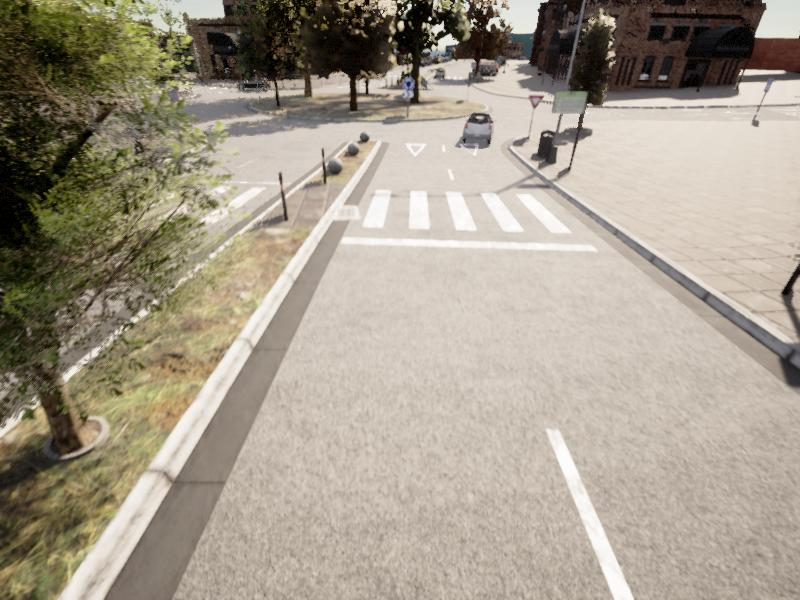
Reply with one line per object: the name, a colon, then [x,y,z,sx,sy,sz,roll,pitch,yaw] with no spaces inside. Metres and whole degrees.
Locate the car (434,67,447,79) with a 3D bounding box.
car: [7.495,-41.779,73.585,1.851,1.617,3.988,7,34,9]

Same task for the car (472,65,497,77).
car: [16.541,-44.858,78.292,4.553,1.767,2.185,7,34,9]

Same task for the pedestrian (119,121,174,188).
pedestrian: [-8.142,-4.693,12.921,0.751,1.860,0.751,11,33,15]

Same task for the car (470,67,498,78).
car: [15.948,-43.288,76.104,4.892,1.521,2.231,7,34,9]

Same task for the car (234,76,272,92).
car: [-17.942,-26.486,49.001,3.705,1.549,1.789,1,33,0]

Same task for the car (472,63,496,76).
car: [16.953,-46.431,80.525,4.442,1.987,1.878,7,34,9]

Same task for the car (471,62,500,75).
car: [17.643,-47.901,82.744,5.566,2.045,2.435,7,34,10]

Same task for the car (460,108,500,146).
car: [4.808,-10.383,23.858,1.845,1.501,3.633,9,32,12]
